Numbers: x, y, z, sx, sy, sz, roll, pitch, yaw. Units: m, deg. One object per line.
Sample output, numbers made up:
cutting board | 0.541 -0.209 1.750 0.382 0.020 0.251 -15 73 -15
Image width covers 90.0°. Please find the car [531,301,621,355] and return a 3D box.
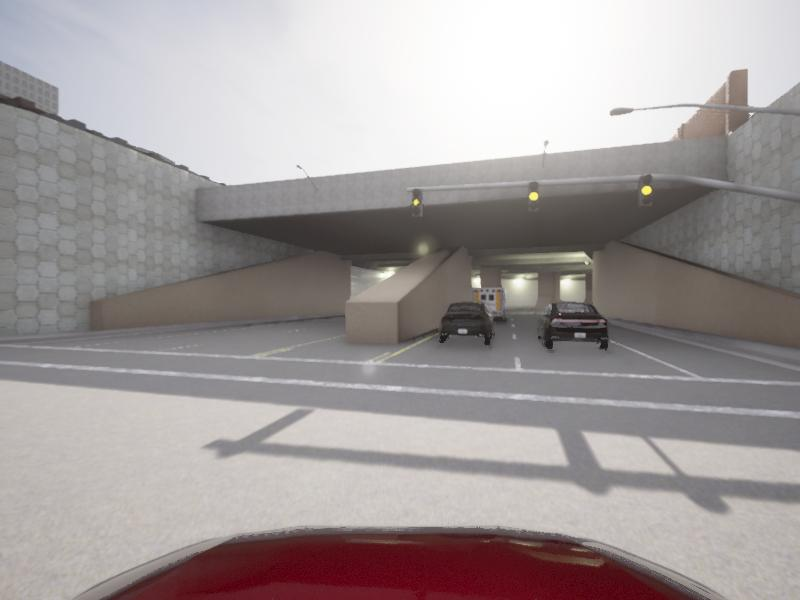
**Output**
car | 5.879 0.810 14.022 2.128 1.511 4.902 0 0 15

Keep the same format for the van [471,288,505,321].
van | 7.210 0.312 32.291 2.351 2.431 6.366 0 0 15

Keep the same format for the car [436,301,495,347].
car | 2.744 0.812 15.874 1.837 1.490 4.892 0 0 15
